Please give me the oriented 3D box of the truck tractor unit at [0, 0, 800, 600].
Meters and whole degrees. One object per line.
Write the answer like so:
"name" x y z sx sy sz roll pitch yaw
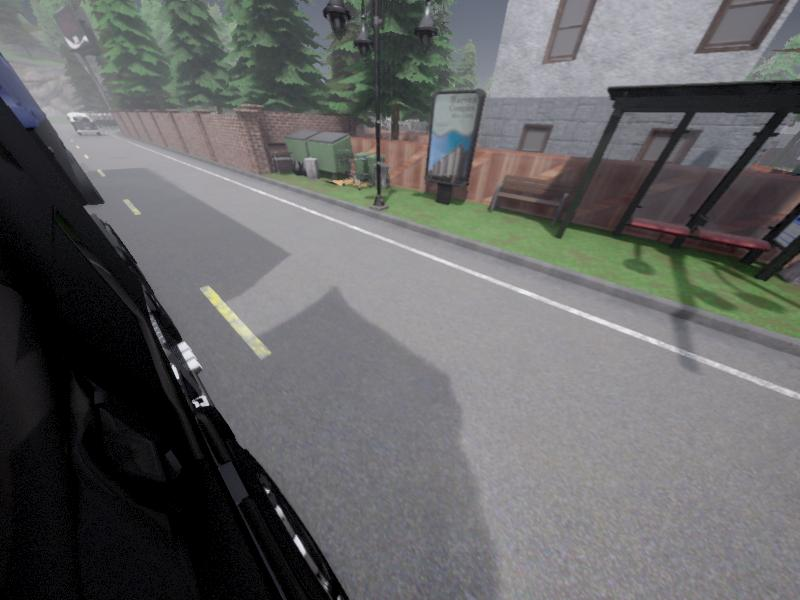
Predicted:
"truck tractor unit" -2.645 -0.295 0.351 6.516 4.208 3.053 28 44 30

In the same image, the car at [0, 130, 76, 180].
"car" -16.319 -6.426 10.039 4.181 1.385 1.994 28 44 29

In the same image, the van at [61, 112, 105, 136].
"van" -36.343 -20.153 26.501 4.480 2.038 2.069 28 44 30

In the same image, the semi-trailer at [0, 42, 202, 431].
"semi-trailer" -8.688 -3.614 4.234 14.254 4.402 2.717 28 44 30

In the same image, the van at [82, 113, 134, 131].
"van" -45.626 -28.034 36.259 2.069 2.038 4.480 27 47 29
